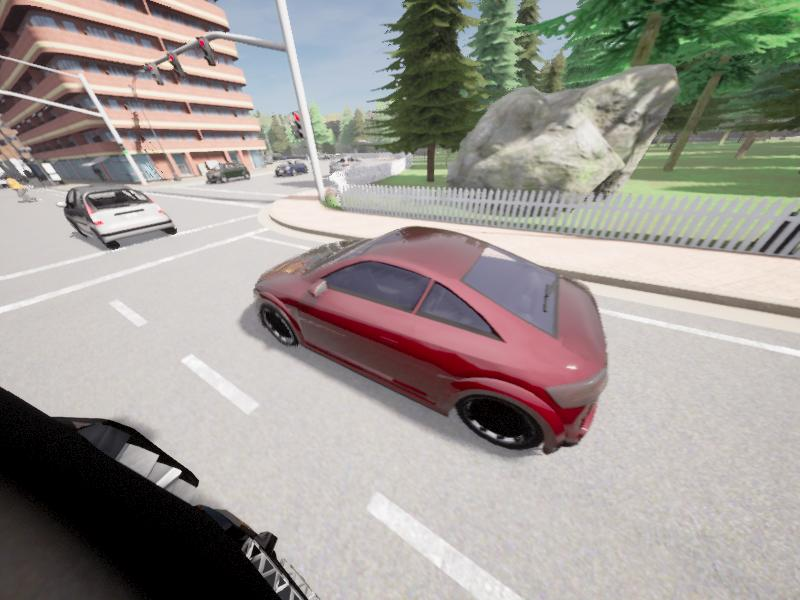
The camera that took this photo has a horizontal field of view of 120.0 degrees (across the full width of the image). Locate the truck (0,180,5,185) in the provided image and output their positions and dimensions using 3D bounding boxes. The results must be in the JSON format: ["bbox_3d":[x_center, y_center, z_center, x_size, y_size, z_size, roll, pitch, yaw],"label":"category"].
[{"bbox_3d":[-63.920,-19.241,34.488,8.468,3.827,2.891,16,38,26],"label":"truck"}]

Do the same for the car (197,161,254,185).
[{"bbox_3d":[-16.197,-11.973,21.722,1.789,1.549,3.705,8,35,16],"label":"car"}]

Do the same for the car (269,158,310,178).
[{"bbox_3d":[-11.563,-14.043,24.529,1.970,1.475,3.806,3,34,9],"label":"car"}]

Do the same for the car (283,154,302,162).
[{"bbox_3d":[-29.322,-38.613,62.819,4.892,1.490,1.837,16,38,26],"label":"car"}]

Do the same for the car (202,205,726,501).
[{"bbox_3d":[-0.004,-0.128,2.908,4.181,1.385,1.994,16,38,26],"label":"car"}]

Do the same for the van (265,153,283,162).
[{"bbox_3d":[-36.097,-40.767,66.156,4.442,1.987,1.775,16,38,26],"label":"van"}]

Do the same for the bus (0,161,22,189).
[{"bbox_3d":[-53.318,-16.327,28.893,10.273,4.253,3.944,16,38,26],"label":"bus"}]

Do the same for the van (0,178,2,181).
[{"bbox_3d":[-81.216,-23.485,43.372,1.988,2.561,5.915,16,38,26],"label":"van"}]

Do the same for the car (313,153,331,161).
[{"bbox_3d":[-18.773,-34.333,55.518,2.038,1.542,4.974,-28,41,-33],"label":"car"}]

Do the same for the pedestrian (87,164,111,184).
[{"bbox_3d":[-33.391,-14.003,25.647,0.751,1.860,0.751,17,39,27],"label":"pedestrian"}]

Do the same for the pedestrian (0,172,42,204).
[{"bbox_3d":[-25.714,-7.530,15.552,0.751,1.860,0.751,10,36,18],"label":"pedestrian"}]

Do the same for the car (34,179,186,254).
[{"bbox_3d":[-9.544,-2.935,7.657,3.988,1.617,1.851,16,38,26],"label":"car"}]

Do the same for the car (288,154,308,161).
[{"bbox_3d":[-29.205,-40.795,66.170,5.357,1.411,2.033,16,38,26],"label":"car"}]

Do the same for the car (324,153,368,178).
[{"bbox_3d":[-5.075,-13.230,22.615,2.242,1.667,4.611,6,35,13],"label":"car"}]
